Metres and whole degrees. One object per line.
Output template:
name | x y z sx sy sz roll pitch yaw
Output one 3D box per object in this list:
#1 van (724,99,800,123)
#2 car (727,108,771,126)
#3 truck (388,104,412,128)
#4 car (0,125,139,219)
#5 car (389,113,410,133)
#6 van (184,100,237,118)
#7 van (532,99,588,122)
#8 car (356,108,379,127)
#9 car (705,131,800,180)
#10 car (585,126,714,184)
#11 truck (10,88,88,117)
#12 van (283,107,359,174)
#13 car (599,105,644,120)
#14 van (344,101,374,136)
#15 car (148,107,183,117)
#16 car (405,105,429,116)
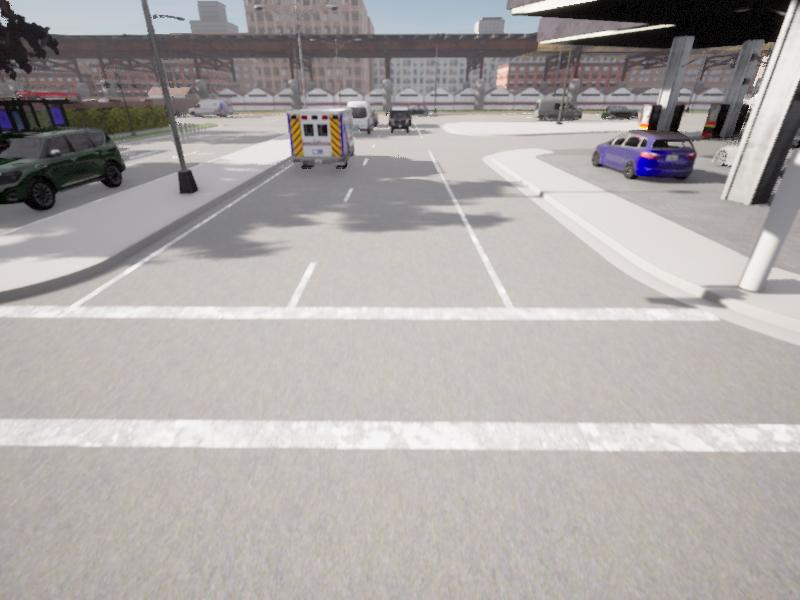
van | 44.006 -22.988 48.592 6.366 2.431 2.351 11 29 21
car | 38.346 -20.146 43.948 5.238 1.638 1.930 -19 32 -32
truck | 0.034 -19.971 43.265 2.390 2.098 6.274 0 27 1
car | -11.500 -4.401 13.022 2.150 2.045 5.566 0 27 0
car | -0.004 -16.415 36.955 1.845 1.501 3.633 0 27 0
van | -28.425 -28.789 60.200 6.366 2.431 2.351 0 27 0
van | 20.131 -24.041 50.633 5.915 2.561 1.988 0 27 0
car | -3.508 -20.137 44.128 2.152 1.651 5.027 0 27 0
car | 15.456 -6.219 16.960 1.970 1.475 3.806 0 27 0
car | 9.711 -6.003 16.212 2.242 1.667 4.611 0 27 0
truck | -55.079 -31.135 63.040 8.468 3.827 2.891 1 27 0
van | -3.499 -7.908 19.408 2.351 2.431 6.366 0 27 0
car | 29.751 -25.300 53.861 4.553 1.767 2.097 0 27 1
van | -3.500 -16.275 35.594 1.988 2.561 5.915 0 27 0
car | -37.281 -29.921 63.586 4.181 1.385 1.994 0 27 0
car | 2.698 -30.001 63.385 3.633 1.501 1.845 0 27 0
